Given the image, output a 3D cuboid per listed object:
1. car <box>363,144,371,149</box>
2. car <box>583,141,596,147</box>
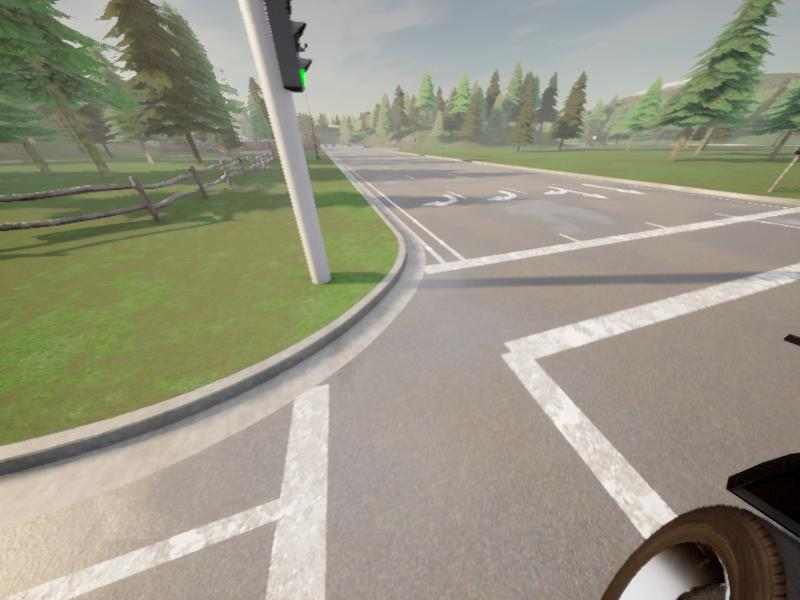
[{"bbox_3d":[-12.745,-58.653,87.987,2.128,1.511,4.902,-10,36,-13],"label":"car"},{"bbox_3d":[61.513,-50.538,74.881,2.152,1.651,5.027,26,43,33],"label":"car"}]
